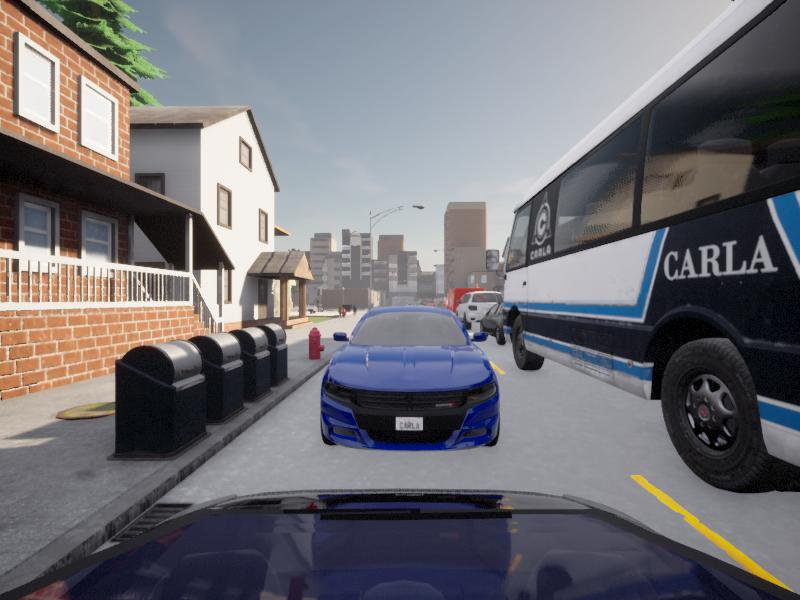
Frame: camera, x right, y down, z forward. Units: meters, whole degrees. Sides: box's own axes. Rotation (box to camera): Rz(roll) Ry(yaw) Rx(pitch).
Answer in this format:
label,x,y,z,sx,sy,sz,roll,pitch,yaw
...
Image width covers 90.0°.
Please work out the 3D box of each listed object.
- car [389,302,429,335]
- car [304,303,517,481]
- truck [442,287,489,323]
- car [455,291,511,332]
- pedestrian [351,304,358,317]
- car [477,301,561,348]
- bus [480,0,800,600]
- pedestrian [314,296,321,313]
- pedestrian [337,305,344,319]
label,x,y,z,sx,sy,sz,roll,pitch,yaw
car,0.466,0.844,20.634,1.837,1.490,4.892,0,0,1
car,0.148,0.823,6.037,1.882,1.535,5.008,0,0,1
truck,4.794,0.357,30.240,2.627,2.467,5.204,0,0,0
car,4.537,0.568,22.777,2.150,2.045,5.566,0,0,1
pedestrian,-3.846,0.905,33.981,0.500,1.100,0.500,0,0,7
car,4.358,0.828,15.497,2.007,1.525,4.514,0,0,1
bus,4.014,-0.534,5.575,3.944,4.253,10.273,0,0,1
pedestrian,-9.428,0.525,45.736,0.751,1.860,0.751,0,0,-20
pedestrian,-4.564,0.909,30.716,0.500,1.100,0.500,0,0,2
